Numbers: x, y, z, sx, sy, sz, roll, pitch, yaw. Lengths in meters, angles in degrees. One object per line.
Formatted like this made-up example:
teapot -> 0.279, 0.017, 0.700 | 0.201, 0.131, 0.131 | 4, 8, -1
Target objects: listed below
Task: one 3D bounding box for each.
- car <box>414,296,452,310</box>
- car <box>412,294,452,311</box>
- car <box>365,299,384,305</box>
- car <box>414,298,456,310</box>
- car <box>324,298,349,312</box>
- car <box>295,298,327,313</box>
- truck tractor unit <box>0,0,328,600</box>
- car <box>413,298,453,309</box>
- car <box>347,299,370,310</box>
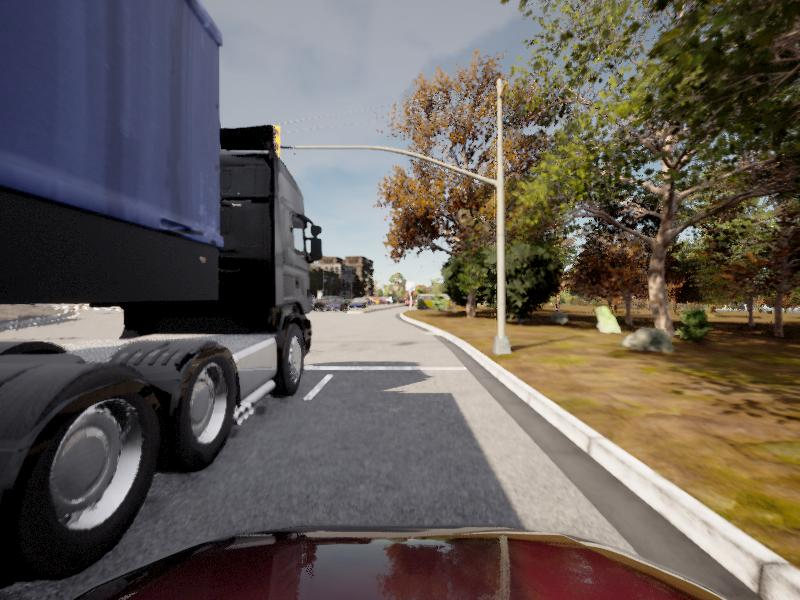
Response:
car -> 4.281, 0.377, 52.354 | 4.553, 1.767, 2.185 | 1, 0, -14
car -> 3.917, 0.283, 49.382 | 4.442, 1.987, 1.878 | 1, 0, -14
car -> -6.553, 0.480, 103.370 | 4.792, 1.488, 2.163 | -1, 0, -9
car -> 4.797, 0.495, 55.351 | 5.366, 1.575, 1.946 | 1, 0, -14
car -> -6.985, 0.574, 44.323 | 1.816, 1.474, 4.193 | 0, 0, 5
car -> -9.952, 0.560, 44.973 | 2.128, 1.511, 4.902 | 0, 0, 5
truck tractor unit -> -2.983, -0.525, 4.768 | 3.053, 4.208, 6.516 | 0, 0, 0
car -> 4.761, 0.484, 58.202 | 5.366, 1.575, 1.946 | 1, 0, -13
car -> -5.814, 0.544, 56.577 | 2.163, 1.488, 4.792 | 0, 0, 6
